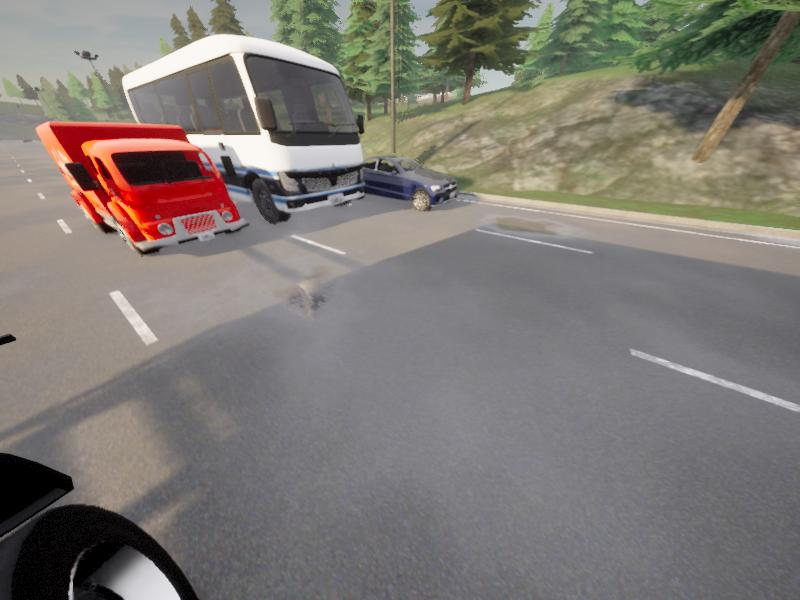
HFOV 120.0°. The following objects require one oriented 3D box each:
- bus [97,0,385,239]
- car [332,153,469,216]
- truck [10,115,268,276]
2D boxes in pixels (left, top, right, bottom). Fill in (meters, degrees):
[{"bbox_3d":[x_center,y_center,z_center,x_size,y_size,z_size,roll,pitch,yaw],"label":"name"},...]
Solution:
[{"bbox_3d":[-5.887,-6.012,8.689,10.273,4.253,3.944,22,41,28],"label":"bus"},{"bbox_3d":[-0.116,-4.959,9.528,5.027,1.651,2.152,22,41,28],"label":"car"},{"bbox_3d":[-6.471,-2.972,5.920,5.204,2.467,2.627,22,41,28],"label":"truck"}]
